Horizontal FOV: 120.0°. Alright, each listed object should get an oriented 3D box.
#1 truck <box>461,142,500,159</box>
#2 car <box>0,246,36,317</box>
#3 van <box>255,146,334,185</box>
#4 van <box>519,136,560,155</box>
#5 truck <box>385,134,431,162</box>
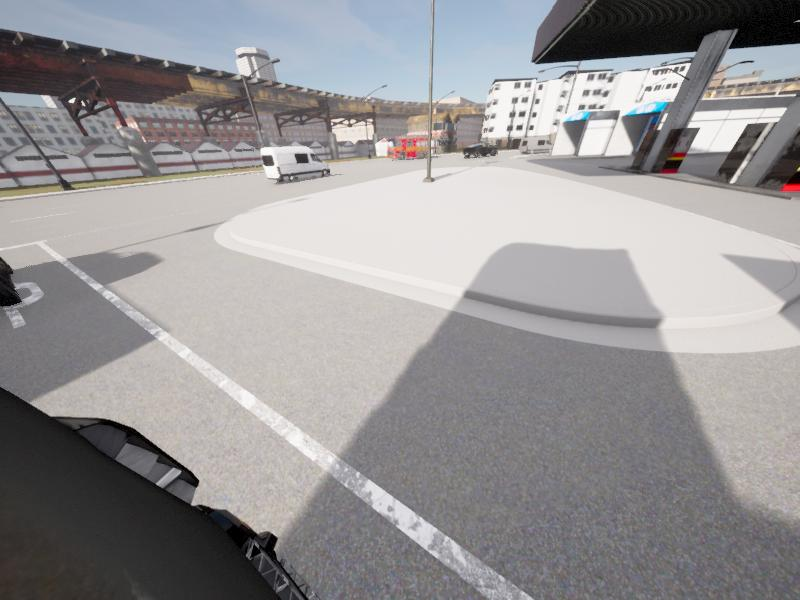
[{"bbox_3d":[13.678,-25.323,39.120,6.274,2.098,2.390,-20,37,-24],"label":"truck"},{"bbox_3d":[-8.788,-0.551,4.070,3.633,1.501,1.845,18,39,28],"label":"car"},{"bbox_3d":[-9.026,-12.145,20.631,1.988,2.561,5.915,17,38,27],"label":"van"},{"bbox_3d":[24.998,-27.820,41.608,5.915,2.561,1.988,-7,34,-6],"label":"van"},{"bbox_3d":[1.625,-28.072,42.627,8.468,3.827,2.891,-25,39,-30],"label":"truck"}]
